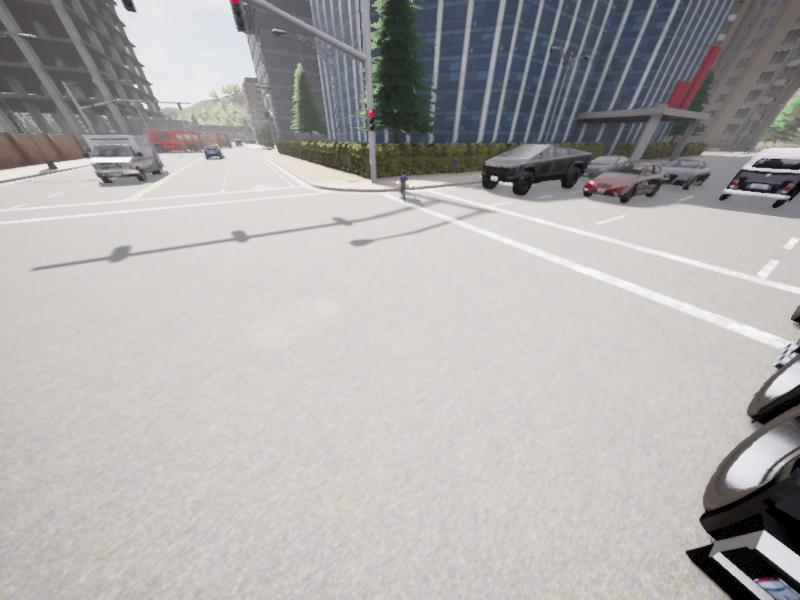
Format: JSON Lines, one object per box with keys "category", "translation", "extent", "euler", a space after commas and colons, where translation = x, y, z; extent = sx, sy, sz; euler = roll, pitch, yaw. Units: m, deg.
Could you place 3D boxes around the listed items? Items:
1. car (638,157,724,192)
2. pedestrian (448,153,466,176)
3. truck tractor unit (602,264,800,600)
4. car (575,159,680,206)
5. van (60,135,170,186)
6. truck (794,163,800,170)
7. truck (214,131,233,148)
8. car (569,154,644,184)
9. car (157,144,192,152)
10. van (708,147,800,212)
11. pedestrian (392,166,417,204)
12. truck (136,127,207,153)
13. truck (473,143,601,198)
{"category": "car", "translation": [16.661, -7.549, 13.731], "extent": [4.181, 1.385, 1.994], "euler": [-19, 39, -25]}
{"category": "pedestrian", "translation": [3.990, -9.547, 16.237], "extent": [0.751, 1.300, 0.751], "euler": [-18, 39, -24]}
{"category": "truck tractor unit", "translation": [5.103, -0.311, 0.773], "extent": [6.516, 4.208, 3.053], "euler": [-19, 39, -24]}
{"category": "car", "translation": [10.605, -5.610, 10.804], "extent": [4.193, 1.474, 1.816], "euler": [-18, 39, -24]}
{"category": "van", "translation": [-18.188, -9.498, 15.395], "extent": [2.351, 2.431, 6.366], "euler": [-18, 39, -24]}
{"category": "truck", "translation": [40.280, -13.393, 21.348], "extent": [5.204, 2.467, 2.627], "euler": [-18, 39, -25]}
{"category": "truck", "translation": [-50.014, -45.553, 65.616], "extent": [2.891, 3.827, 8.468], "euler": [-18, 39, -24]}
{"category": "car", "translation": [14.105, -9.051, 15.798], "extent": [4.674, 1.442, 1.812], "euler": [-18, 39, -24]}
{"category": "car", "translation": [-45.852, -31.068, 47.079], "extent": [4.718, 1.301, 1.895], "euler": [-19, 39, -25]}
{"category": "van", "translation": [16.502, -5.456, 10.140], "extent": [4.480, 2.038, 2.069], "euler": [-18, 39, -24]}
{"category": "pedestrian", "translation": [0.176, -4.916, 9.863], "extent": [0.751, 1.300, 0.751], "euler": [-18, 39, -24]}
{"category": "truck", "translation": [-43.258, -30.651, 44.294], "extent": [8.468, 3.827, 2.891], "euler": [-19, 39, -25]}
{"category": "truck", "translation": [7.300, -7.100, 12.367], "extent": [6.274, 2.098, 2.390], "euler": [-18, 39, -24]}
